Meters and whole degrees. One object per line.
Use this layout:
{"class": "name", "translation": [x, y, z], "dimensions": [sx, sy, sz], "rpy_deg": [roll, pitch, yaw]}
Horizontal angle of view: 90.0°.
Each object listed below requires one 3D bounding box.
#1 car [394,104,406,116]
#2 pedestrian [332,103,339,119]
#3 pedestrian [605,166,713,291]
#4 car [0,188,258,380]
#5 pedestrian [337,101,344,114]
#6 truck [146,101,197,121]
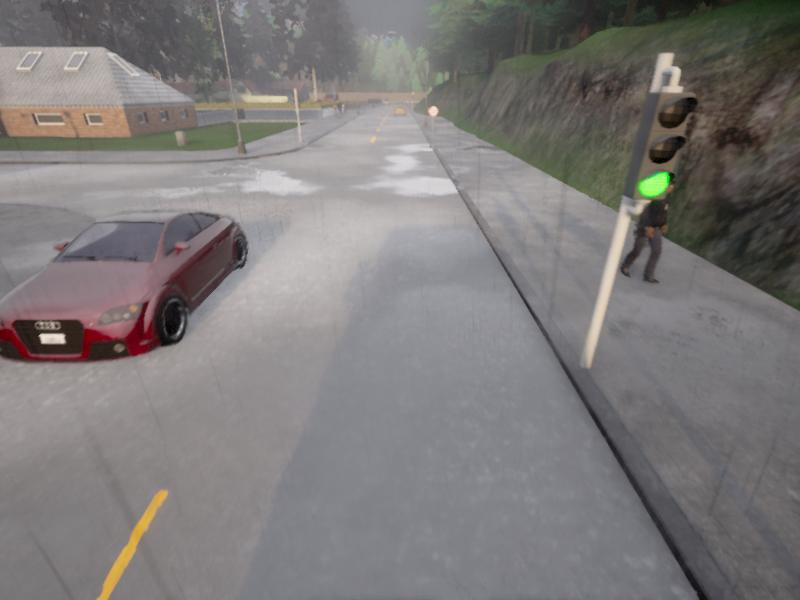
{"class": "car", "translation": [-0.008, -29.609, 62.296], "dimensions": [1.801, 1.575, 5.366], "rpy_deg": [0, 27, 0]}
{"class": "pedestrian", "translation": [-8.282, -24.298, 51.382], "dimensions": [0.751, 1.860, 0.751], "rpy_deg": [1, 27, 2]}
{"class": "pedestrian", "translation": [4.152, -1.164, 6.562], "dimensions": [0.751, 1.860, 0.751], "rpy_deg": [-4, 28, -7]}
{"class": "car", "translation": [-3.999, -0.620, 6.296], "dimensions": [1.994, 1.385, 4.181], "rpy_deg": [0, 27, 0]}
{"class": "pedestrian", "translation": [-9.342, -30.366, 63.127], "dimensions": [0.751, 1.860, 0.751], "rpy_deg": [5, 28, 9]}
{"class": "truck", "translation": [-26.983, -22.439, 47.374], "dimensions": [4.478, 2.038, 2.069], "rpy_deg": [0, 27, 0]}
